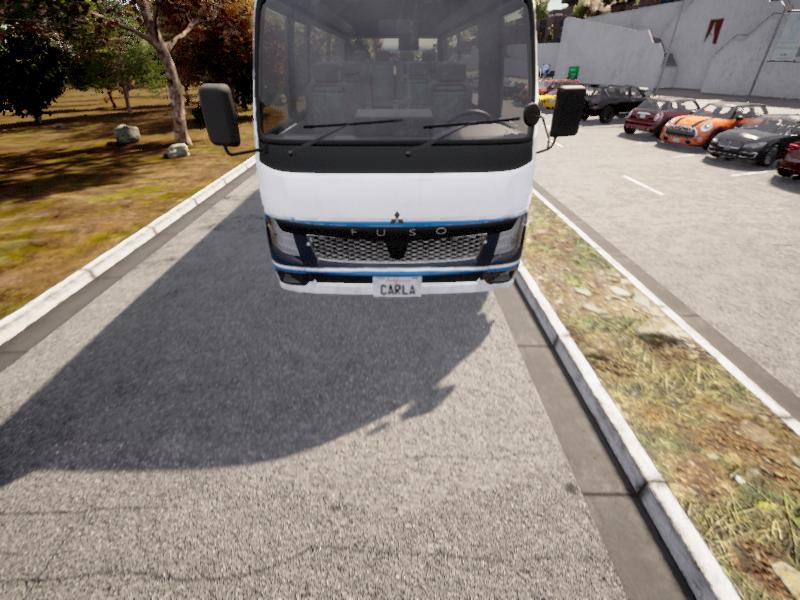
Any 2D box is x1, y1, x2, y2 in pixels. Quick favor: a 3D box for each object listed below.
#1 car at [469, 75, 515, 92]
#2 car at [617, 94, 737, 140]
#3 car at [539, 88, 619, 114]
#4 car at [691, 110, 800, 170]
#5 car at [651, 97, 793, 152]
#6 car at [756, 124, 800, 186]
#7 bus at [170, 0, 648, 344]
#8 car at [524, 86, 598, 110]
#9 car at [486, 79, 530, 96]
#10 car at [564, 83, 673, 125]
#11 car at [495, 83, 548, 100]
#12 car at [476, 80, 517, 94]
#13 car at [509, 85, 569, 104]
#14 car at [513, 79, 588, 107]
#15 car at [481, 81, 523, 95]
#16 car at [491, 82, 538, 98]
[{"bbox_3d":[12.821,-30.238,55.860,5.566,2.045,2.435,-10,32,-18],"label":"car"},{"bbox_3d":[13.449,-9.025,19.570,4.553,1.767,2.185,-10,32,-18],"label":"car"},{"bbox_3d":[13.455,-14.996,30.071,5.366,1.575,1.946,-10,32,-18],"label":"car"},{"bbox_3d":[13.584,-5.885,14.462,4.892,1.521,2.231,-10,32,-18],"label":"car"},{"bbox_3d":[13.561,-7.517,16.995,4.553,1.767,2.185,-10,32,-18],"label":"car"},{"bbox_3d":[13.650,-4.351,11.903,4.792,1.488,2.163,-10,32,-18],"label":"car"},{"bbox_3d":[0.012,-3.920,8.422,3.944,4.253,10.273,0,31,-1],"label":"bus"},{"bbox_3d":[13.061,-16.436,32.543,5.366,1.575,1.946,-10,32,-18],"label":"car"},{"bbox_3d":[12.972,-25.590,48.139,4.553,1.767,2.185,-10,32,-18],"label":"car"},{"bbox_3d":[13.407,-12.171,24.712,5.566,2.045,2.435,-10,32,-18],"label":"car"},{"bbox_3d":[13.031,-22.470,43.000,5.008,1.535,2.097,-10,32,-18],"label":"car"},{"bbox_3d":[12.867,-28.481,53.413,4.792,1.488,2.163,-10,32,-18],"label":"car"},{"bbox_3d":[13.110,-19.438,37.804,4.792,1.488,2.163,-10,32,-18],"label":"car"},{"bbox_3d":[13.164,-18.178,35.063,5.566,2.045,2.435,-10,32,-18],"label":"car"},{"bbox_3d":[12.894,-26.945,50.808,4.674,1.452,2.002,-10,32,-18],"label":"car"},{"bbox_3d":[12.992,-23.937,45.617,4.674,1.452,2.002,-10,32,-18],"label":"car"}]
